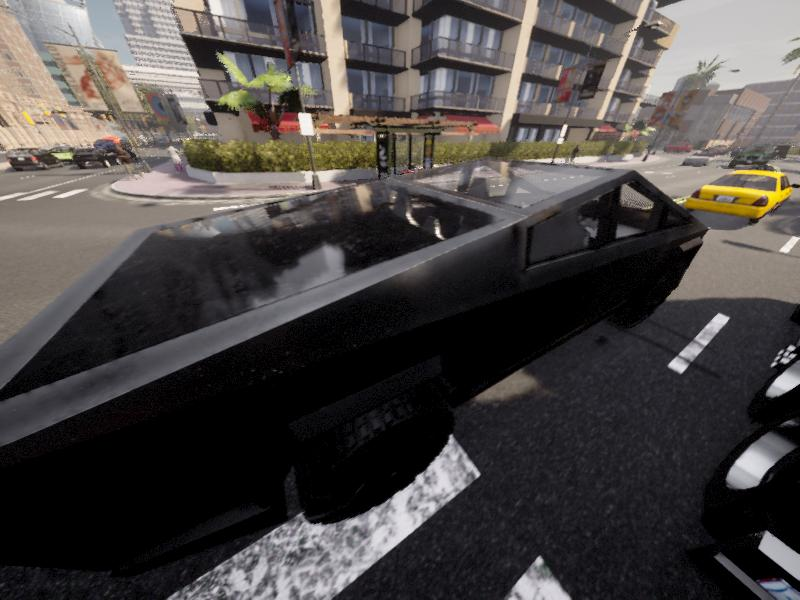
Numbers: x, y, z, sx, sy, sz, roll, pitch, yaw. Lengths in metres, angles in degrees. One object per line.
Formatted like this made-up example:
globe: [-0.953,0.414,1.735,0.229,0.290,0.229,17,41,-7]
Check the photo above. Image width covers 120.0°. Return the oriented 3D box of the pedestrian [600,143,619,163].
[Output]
pedestrian: [23.903,-16.809,26.408,0.751,1.860,0.751,-16,38,-22]

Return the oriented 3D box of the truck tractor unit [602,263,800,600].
truck tractor unit: [5.111,-0.300,0.788,6.516,4.208,3.053,-18,39,-24]

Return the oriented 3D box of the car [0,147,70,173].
car: [-30.629,-11.840,19.414,1.789,1.549,3.705,-18,39,-25]

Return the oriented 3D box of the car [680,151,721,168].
car: [33.015,-15.492,25.390,4.718,1.301,1.895,-23,41,-29]

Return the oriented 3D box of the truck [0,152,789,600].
truck: [1.049,-0.425,2.784,6.274,2.098,2.390,-18,39,-24]

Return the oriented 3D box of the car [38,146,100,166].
car: [-33.772,-14.882,23.784,2.007,1.525,4.514,-18,39,-25]

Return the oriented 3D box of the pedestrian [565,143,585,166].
pedestrian: [17.431,-14.520,23.068,0.751,1.860,0.751,-17,39,-24]

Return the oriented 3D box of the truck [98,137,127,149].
truck: [-71.736,-39.307,57.751,2.627,2.467,5.204,-18,39,-25]

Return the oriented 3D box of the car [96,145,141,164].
car: [-31.085,-16.251,25.701,1.851,1.617,3.988,-18,39,-25]

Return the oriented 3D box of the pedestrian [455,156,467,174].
pedestrian: [4.573,-10.085,17.258,0.500,1.100,0.500,-16,38,-22]

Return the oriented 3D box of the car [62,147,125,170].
car: [-27.860,-13.060,21.240,1.837,1.490,4.892,-18,39,-25]

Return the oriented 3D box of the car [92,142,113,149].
car: [-76.476,-39.784,59.420,1.895,1.301,4.718,-19,39,-25]

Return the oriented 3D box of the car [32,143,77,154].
car: [-58.838,-25.911,39.427,3.633,1.501,1.845,-19,39,-25]

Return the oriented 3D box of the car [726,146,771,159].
car: [56.037,-23.872,37.288,2.242,1.667,4.611,20,40,26]

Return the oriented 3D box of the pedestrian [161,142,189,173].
pedestrian: [-16.597,-10.546,17.087,0.751,1.860,0.751,-19,39,-25]

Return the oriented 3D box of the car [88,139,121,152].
car: [-59.797,-31.441,46.923,2.150,2.045,5.566,-18,39,-25]

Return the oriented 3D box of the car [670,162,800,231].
car: [12.638,-3.986,8.446,5.366,1.575,1.801,-18,39,-24]

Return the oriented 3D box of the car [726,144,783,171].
car: [35.020,-14.155,22.825,5.566,2.045,2.150,-23,41,-29]

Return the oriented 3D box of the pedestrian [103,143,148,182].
pedestrian: [-15.689,-7.890,13.278,0.751,1.860,0.751,-14,37,-20]

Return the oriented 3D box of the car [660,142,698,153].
car: [64.010,-35.108,53.172,2.150,2.045,5.566,4,35,5]

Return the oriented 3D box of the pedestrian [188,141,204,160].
pedestrian: [-23.876,-17.554,27.100,0.751,1.860,0.751,-19,39,-25]

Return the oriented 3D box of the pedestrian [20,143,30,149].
pedestrian: [-79.540,-32.589,48.929,0.500,1.100,0.500,-18,39,-24]
